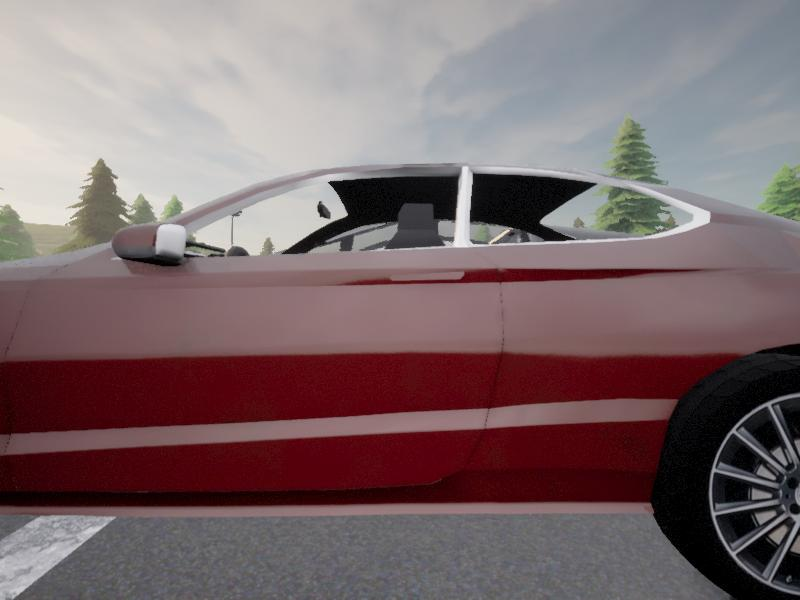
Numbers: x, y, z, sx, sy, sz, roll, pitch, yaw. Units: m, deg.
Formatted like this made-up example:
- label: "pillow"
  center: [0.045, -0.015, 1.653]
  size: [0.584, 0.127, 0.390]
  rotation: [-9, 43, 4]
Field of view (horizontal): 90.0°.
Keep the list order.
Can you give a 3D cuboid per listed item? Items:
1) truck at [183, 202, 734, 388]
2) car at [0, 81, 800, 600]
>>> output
- label: "truck"
  center: [0.646, -0.057, 5.770]
  size: [6.274, 2.098, 2.390]
  rotation: [0, 0, 1]
- label: "car"
  center: [-0.228, 0.180, 2.288]
  size: [5.027, 1.651, 2.152]
  rotation: [0, 0, 1]
